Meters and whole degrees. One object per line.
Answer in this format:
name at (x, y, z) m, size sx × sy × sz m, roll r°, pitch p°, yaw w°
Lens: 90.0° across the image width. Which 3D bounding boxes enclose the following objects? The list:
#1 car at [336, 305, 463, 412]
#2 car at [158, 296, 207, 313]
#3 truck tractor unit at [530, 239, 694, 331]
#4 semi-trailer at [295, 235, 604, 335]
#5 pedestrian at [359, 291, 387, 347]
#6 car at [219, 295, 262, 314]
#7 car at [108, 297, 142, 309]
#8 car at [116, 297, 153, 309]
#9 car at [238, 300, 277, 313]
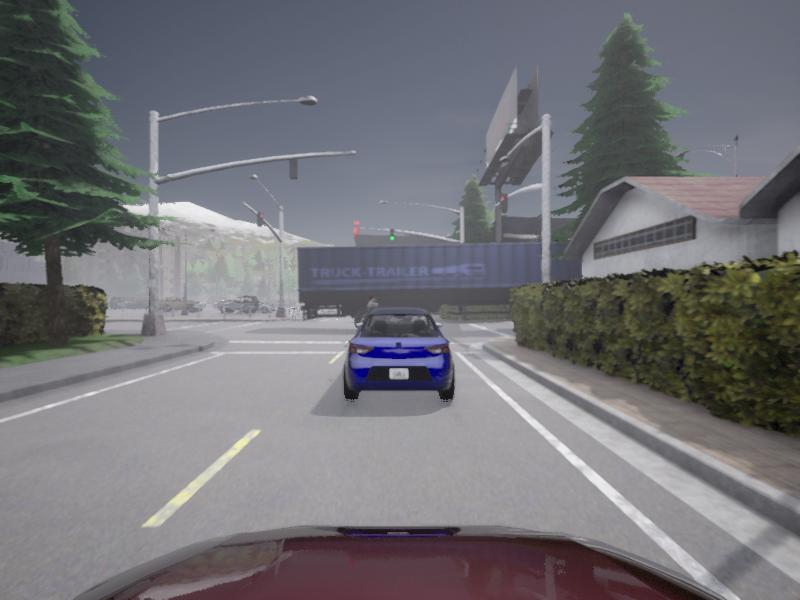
car at (-0.016, 0.864, 7.814) m, size 1.816 × 1.474 × 4.193 m, roll 0°, pitch 0°, yaw 0°
car at (-24.735, 0.497, 45.622) m, size 4.605 × 1.855 × 1.932 m, roll 0°, pitch 0°, yaw -1°
truck tractor unit at (10.226, -0.686, 19.907) m, size 6.516 × 4.208 × 3.053 m, roll 0°, pitch 0°, yaw 0°
semi-trailer at (2.296, -0.692, 19.854) m, size 14.254 × 4.402 × 2.717 m, roll -1°, pitch 0°, yaw 0°
pedestrian at (-0.920, 0.641, 13.963) m, size 0.751 × 1.860 × 0.751 m, roll 0°, pitch 0°, yaw 18°
car at (-16.842, 0.473, 42.394) m, size 3.866 × 1.878 × 1.905 m, roll 0°, pitch 0°, yaw -1°
car at (-42.237, 0.496, 61.425) m, size 3.866 × 1.878 × 1.905 m, roll 0°, pitch 0°, yaw -1°
car at (-42.671, 0.520, 64.327) m, size 4.605 × 1.855 × 1.932 m, roll 0°, pitch 0°, yaw -1°
car at (-16.256, 0.761, 45.723) m, size 3.806 × 1.475 × 1.970 m, roll 0°, pitch 0°, yaw -1°
